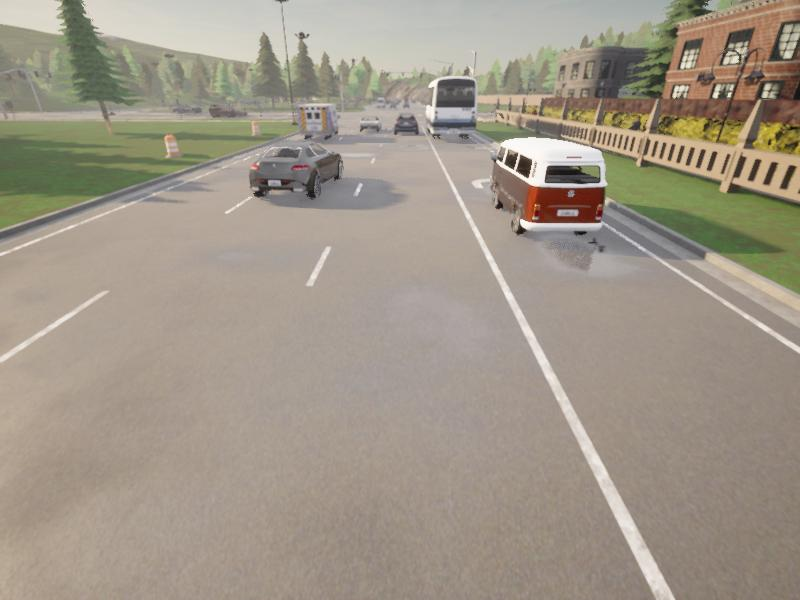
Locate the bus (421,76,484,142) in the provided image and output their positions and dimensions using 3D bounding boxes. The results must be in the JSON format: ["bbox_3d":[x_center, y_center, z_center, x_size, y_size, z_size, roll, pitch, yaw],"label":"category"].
[{"bbox_3d":[3.925,-15.959,33.274,3.944,4.253,10.273,0,27,1],"label":"bus"}]

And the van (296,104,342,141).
[{"bbox_3d":[-6.466,-14.690,32.825,2.351,2.431,6.366,0,27,1],"label":"van"}]

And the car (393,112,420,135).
[{"bbox_3d":[0.591,-16.293,36.778,2.242,1.667,4.611,0,27,1],"label":"car"}]

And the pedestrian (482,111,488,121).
[{"bbox_3d":[10.746,-23.195,50.515,0.500,1.100,0.500,-4,27,-7],"label":"pedestrian"}]

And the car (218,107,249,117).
[{"bbox_3d":[-27.344,-30.885,65.797,4.181,1.385,1.994,1,27,1],"label":"car"}]

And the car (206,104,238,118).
[{"bbox_3d":[-27.789,-29.530,62.568,3.866,1.878,1.905,0,27,1],"label":"car"}]

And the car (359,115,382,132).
[{"bbox_3d":[-2.863,-17.480,39.529,1.895,1.301,4.718,0,27,1],"label":"car"}]

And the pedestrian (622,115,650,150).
[{"bbox_3d":[13.840,-9.863,23.539,0.751,1.860,0.751,0,27,1],"label":"pedestrian"}]

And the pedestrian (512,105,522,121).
[{"bbox_3d":[14.647,-23.440,50.147,0.751,1.860,0.751,-7,28,-13],"label":"pedestrian"}]

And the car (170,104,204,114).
[{"bbox_3d":[-40.569,-36.366,76.279,5.238,1.638,1.930,1,27,1],"label":"car"}]

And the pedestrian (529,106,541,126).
[{"bbox_3d":[14.276,-19.462,42.352,0.751,1.860,0.751,0,27,1],"label":"pedestrian"}]

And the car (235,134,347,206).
[{"bbox_3d":[-3.598,-4.871,14.460,2.152,1.651,5.027,3,27,5],"label":"car"}]

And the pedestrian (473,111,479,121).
[{"bbox_3d":[9.558,-23.203,50.534,0.500,1.100,0.500,-8,28,-15],"label":"pedestrian"}]

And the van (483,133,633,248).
[{"bbox_3d":[3.677,-3.096,10.493,2.069,2.038,4.480,0,27,1],"label":"van"}]
